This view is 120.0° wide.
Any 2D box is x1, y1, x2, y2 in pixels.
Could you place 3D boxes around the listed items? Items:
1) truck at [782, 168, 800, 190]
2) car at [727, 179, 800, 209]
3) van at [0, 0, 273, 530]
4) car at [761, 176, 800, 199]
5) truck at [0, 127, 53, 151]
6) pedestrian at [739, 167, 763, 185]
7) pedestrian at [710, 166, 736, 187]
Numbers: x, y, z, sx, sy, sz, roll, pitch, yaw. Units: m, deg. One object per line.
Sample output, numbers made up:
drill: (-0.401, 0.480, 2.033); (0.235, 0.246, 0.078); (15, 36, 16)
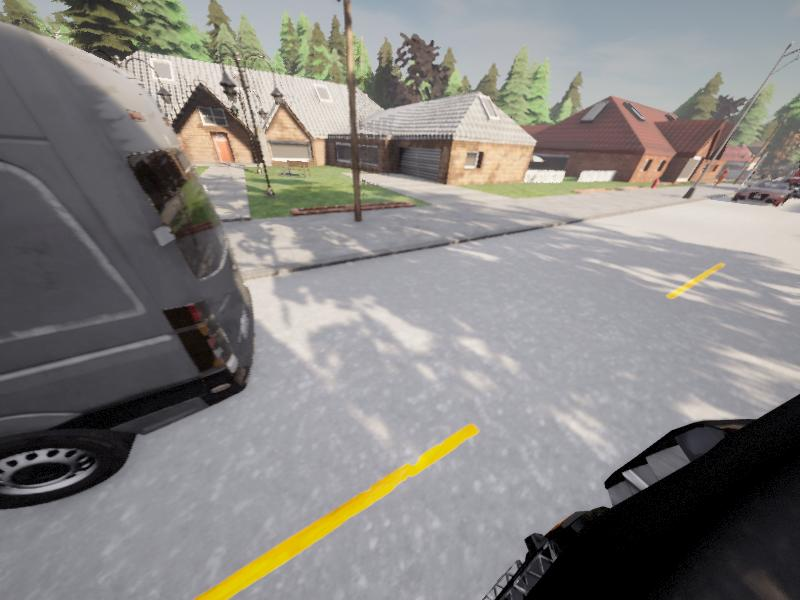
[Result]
truck: (51.255, -15.512, 27.984); (8.468, 3.827, 2.891); (-15, 38, -25)
car: (24.736, -7.238, 15.617); (4.181, 1.385, 1.994); (-15, 38, -25)
van: (-4.215, 0.252, 0.956); (5.915, 2.561, 1.988); (-15, 37, -25)
car: (34.502, -9.962, 20.406); (3.806, 1.475, 1.970); (-15, 38, -25)
truck: (-44.770, -18.740, 26.780); (2.390, 2.098, 6.274); (-15, 38, -25)
pedestrian: (43.106, -15.195, 28.403); (0.751, 1.860, 0.751); (-27, 44, -37)
pedestrian: (34.821, -13.331, 24.932); (0.751, 1.860, 0.751); (-17, 38, -27)
